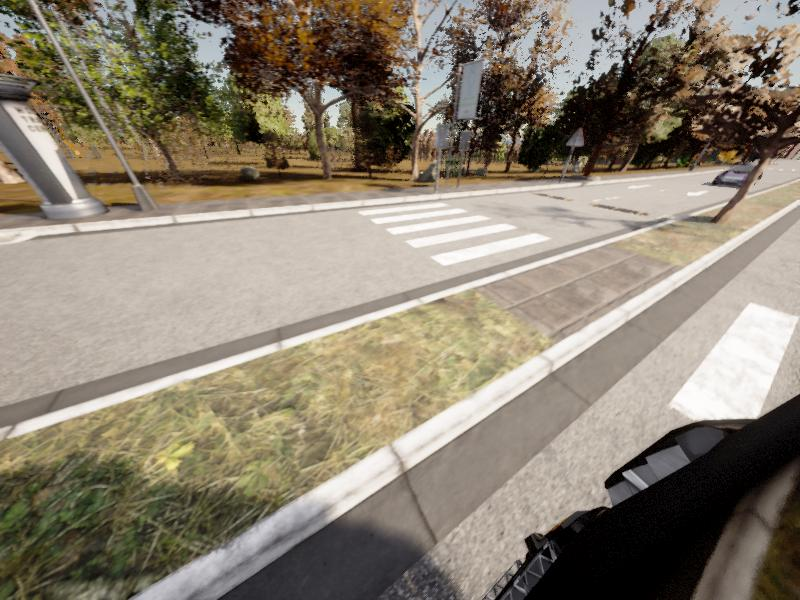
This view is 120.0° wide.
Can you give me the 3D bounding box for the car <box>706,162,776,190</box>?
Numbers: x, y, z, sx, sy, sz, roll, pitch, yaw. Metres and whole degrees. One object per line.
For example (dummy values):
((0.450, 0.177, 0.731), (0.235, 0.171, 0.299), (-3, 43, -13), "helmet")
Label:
((27.588, -10.096, 18.698), (4.856, 1.649, 2.033), (-17, 39, -25), "car")
